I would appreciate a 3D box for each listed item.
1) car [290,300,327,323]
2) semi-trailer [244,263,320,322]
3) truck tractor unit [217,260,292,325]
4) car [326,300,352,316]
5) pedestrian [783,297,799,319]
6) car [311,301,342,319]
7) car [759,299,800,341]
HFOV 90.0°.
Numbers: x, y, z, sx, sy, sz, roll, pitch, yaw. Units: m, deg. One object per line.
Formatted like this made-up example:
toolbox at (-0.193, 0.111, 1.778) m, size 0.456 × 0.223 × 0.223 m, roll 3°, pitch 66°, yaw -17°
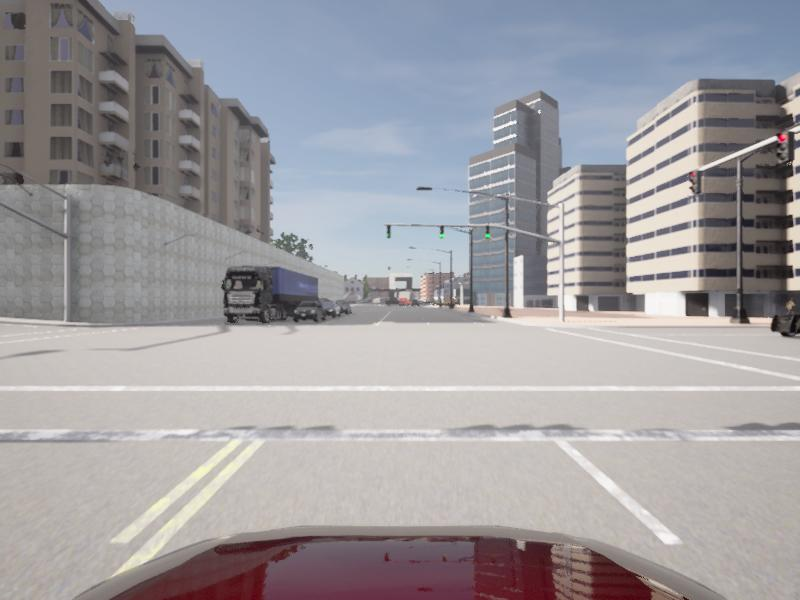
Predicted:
car at (-6.802, 0.834, 30.171) m, size 1.851 × 1.617 × 3.988 m, roll 0°, pitch 0°, yaw 0°
semi-trailer at (-10.294, -0.564, 37.161) m, size 2.717 × 4.402 × 14.254 m, roll 0°, pitch 0°, yaw 0°
truck tractor unit at (-10.330, -0.473, 29.245) m, size 3.053 × 4.208 × 6.516 m, roll 0°, pitch 0°, yaw 0°
car at (-6.752, 0.822, 44.955) m, size 2.242 × 1.667 × 4.611 m, roll 0°, pitch 0°, yaw 0°
pedestrian at (34.547, 0.690, 35.339) m, size 0.751 × 1.860 × 0.751 m, roll 0°, pitch 0°, yaw 16°
car at (-6.792, 0.882, 37.603) m, size 2.038 × 1.542 × 4.974 m, roll 0°, pitch 0°, yaw 0°
car at (18.463, 0.795, 16.691) m, size 5.238 × 1.638 × 1.930 m, roll 0°, pitch 0°, yaw 0°
